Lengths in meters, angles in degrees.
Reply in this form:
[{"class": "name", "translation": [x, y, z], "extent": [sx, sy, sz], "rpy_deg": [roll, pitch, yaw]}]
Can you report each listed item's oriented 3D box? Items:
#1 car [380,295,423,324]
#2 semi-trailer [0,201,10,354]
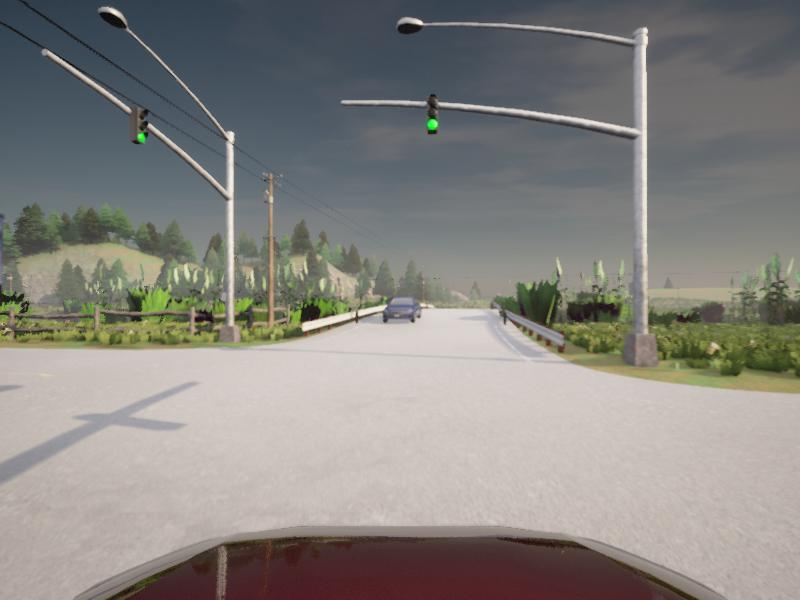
[{"class": "car", "translation": [0.220, 0.497, 24.159], "extent": [1.812, 1.442, 4.674], "rpy_deg": [0, 3, 10]}, {"class": "semi-trailer", "translation": [-18.690, -0.635, 11.435], "extent": [14.254, 4.402, 2.717], "rpy_deg": [0, 0, 8]}]
